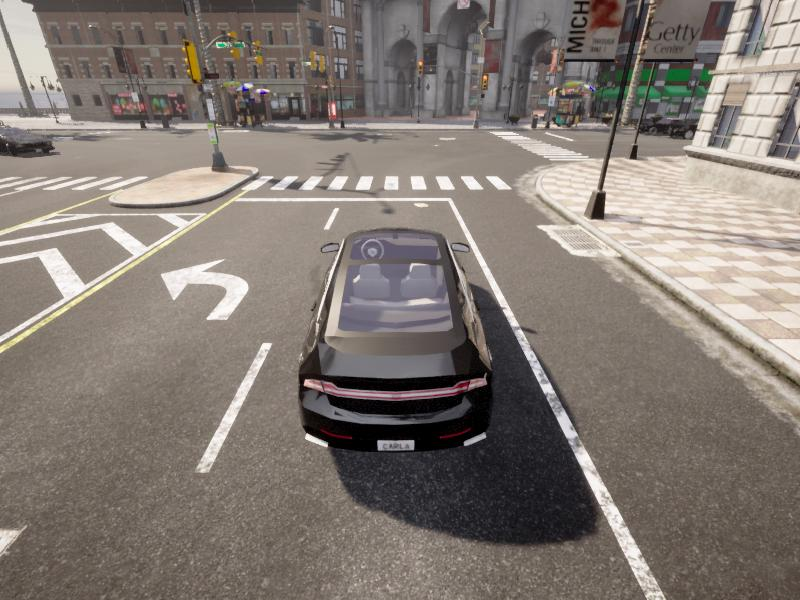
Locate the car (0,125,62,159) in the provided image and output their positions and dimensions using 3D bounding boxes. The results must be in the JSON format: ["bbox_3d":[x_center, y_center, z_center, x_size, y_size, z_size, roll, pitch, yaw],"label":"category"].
[{"bbox_3d":[-22.098,-9.032,22.690,5.357,1.411,2.033,12,30,23],"label":"car"}]

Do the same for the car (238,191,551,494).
[{"bbox_3d":[-0.058,-0.144,5.248,2.128,1.511,4.902,0,27,-1],"label":"car"}]

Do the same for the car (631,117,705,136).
[{"bbox_3d":[22.492,-14.634,33.706,4.718,1.301,1.895,0,27,1],"label":"car"}]

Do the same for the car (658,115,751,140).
[{"bbox_3d":[23.098,-13.188,30.510,5.238,1.638,1.930,0,27,0],"label":"car"}]
